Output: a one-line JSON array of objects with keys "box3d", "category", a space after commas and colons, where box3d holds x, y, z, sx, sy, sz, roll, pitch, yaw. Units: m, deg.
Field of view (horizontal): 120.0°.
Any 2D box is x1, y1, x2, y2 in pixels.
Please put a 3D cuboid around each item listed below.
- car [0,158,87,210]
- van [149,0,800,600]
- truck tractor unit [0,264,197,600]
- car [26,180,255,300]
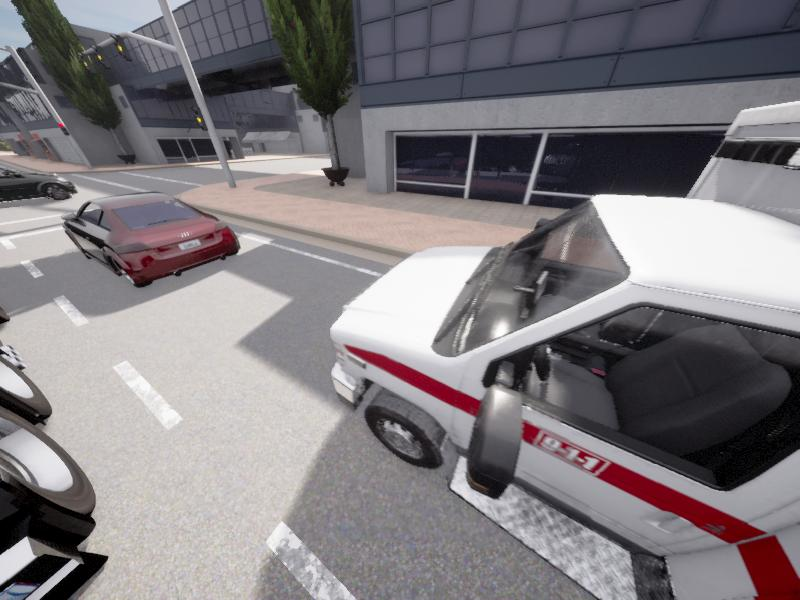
[{"box3d": [-16.873, -4.810, 9.620, 1.851, 1.617, 3.988, 17, 38, 23], "category": "car"}, {"box3d": [2.530, 0.614, 0.972, 6.366, 2.431, 2.351, 18, 39, 24], "category": "van"}, {"box3d": [-5.112, -0.300, 0.779, 6.516, 4.208, 3.053, 18, 39, 24], "category": "truck tractor unit"}, {"box3d": [-5.732, -1.647, 5.206, 4.181, 1.385, 1.994, 18, 39, 24], "category": "car"}]
